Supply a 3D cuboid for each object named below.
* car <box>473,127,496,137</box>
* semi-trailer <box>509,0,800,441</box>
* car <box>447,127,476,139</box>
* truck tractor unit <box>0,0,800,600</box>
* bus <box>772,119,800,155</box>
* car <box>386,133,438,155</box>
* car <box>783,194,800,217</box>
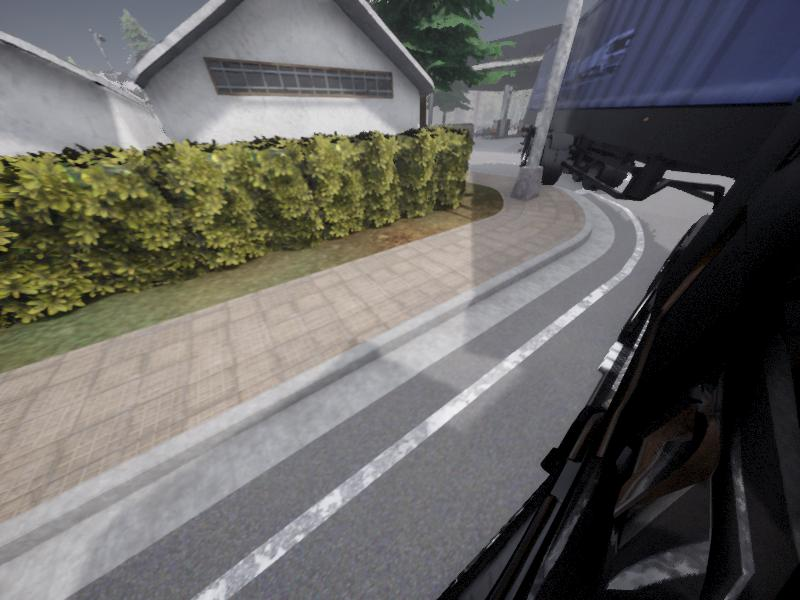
[{"bbox_3d":[16.379,-32.721,44.935,3.806,1.475,1.970,-24,42,-26],"label":"car"},{"bbox_3d":[5.682,-4.818,5.674,2.717,4.402,14.254,12,41,9],"label":"semi-trailer"},{"bbox_3d":[11.192,-30.456,42.114,4.856,1.649,2.033,-24,42,-26],"label":"car"},{"bbox_3d":[2.645,-0.295,0.352,6.516,4.208,3.053,-28,44,-30],"label":"truck tractor unit"},{"bbox_3d":[27.852,-11.479,13.660,10.273,4.253,3.944,-24,42,-26],"label":"bus"},{"bbox_3d":[1.038,-15.064,22.192,2.033,1.411,5.357,-24,43,-27],"label":"car"},{"bbox_3d":[11.871,-2.031,4.137,4.974,1.542,2.038,4,38,10],"label":"car"}]
